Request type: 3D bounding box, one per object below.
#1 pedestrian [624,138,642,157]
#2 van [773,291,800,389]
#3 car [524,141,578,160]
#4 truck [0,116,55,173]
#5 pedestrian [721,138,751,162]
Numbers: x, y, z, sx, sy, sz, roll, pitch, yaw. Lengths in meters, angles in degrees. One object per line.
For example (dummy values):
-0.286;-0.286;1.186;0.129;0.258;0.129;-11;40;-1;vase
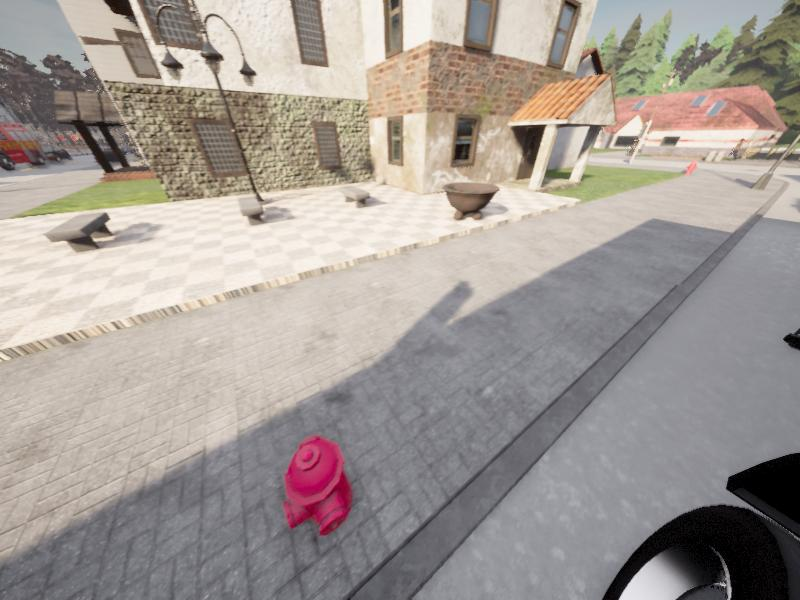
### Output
27.327;-17.904;27.112;0.751;1.860;0.751;-29;44;-34;pedestrian
7.299;-0.613;2.502;5.915;2.561;1.988;-21;40;-26;van
17.778;-17.815;27.434;2.242;1.667;4.611;-21;40;-26;car
-35.282;-13.398;19.695;2.891;3.827;8.468;-21;40;-26;truck
31.915;-14.261;21.946;0.751;1.860;0.751;-23;41;-28;pedestrian
